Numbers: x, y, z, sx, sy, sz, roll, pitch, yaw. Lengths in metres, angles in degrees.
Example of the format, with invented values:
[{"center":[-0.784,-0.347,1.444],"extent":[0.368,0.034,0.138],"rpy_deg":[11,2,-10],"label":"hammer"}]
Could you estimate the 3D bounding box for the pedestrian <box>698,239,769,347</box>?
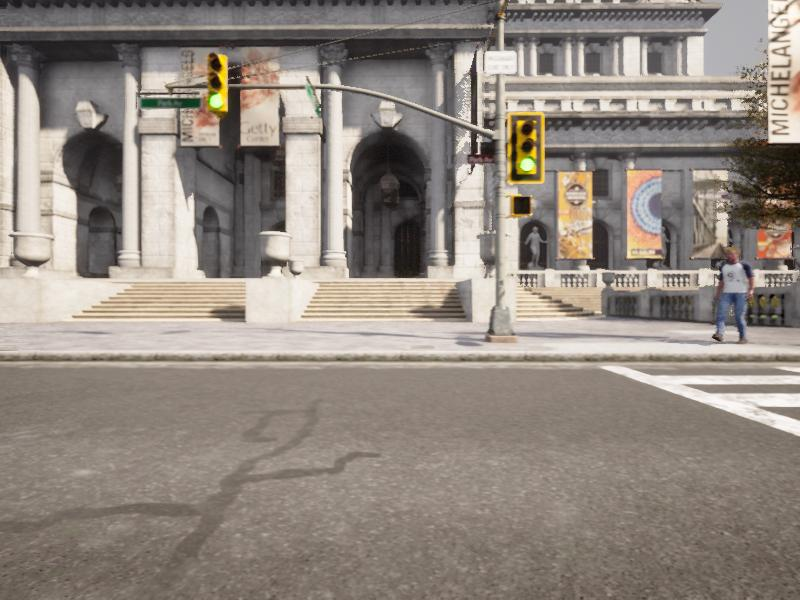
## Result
[{"center":[6.118,-0.122,7.349],"extent":[0.751,1.860,0.751],"rpy_deg":[0,0,-25],"label":"pedestrian"}]
